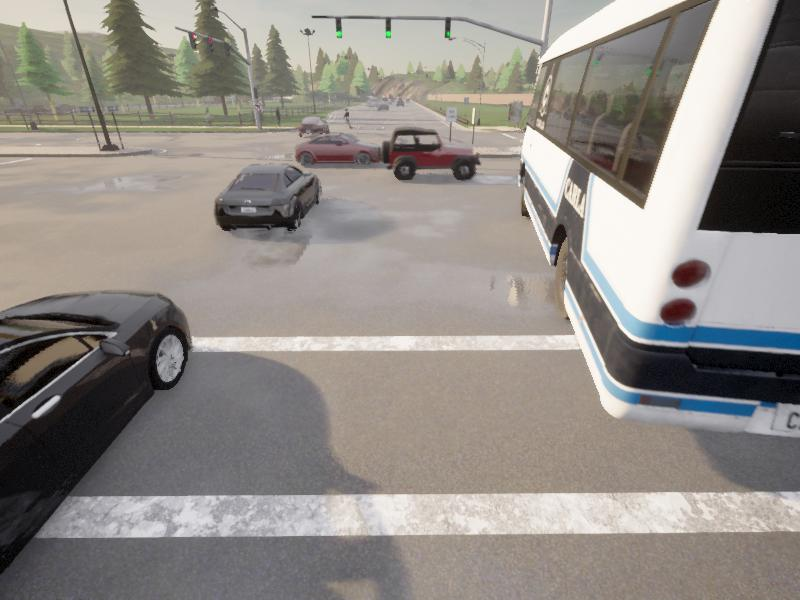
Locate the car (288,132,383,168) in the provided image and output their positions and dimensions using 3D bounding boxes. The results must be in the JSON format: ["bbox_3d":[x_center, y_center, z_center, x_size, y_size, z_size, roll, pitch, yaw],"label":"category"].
[{"bbox_3d":[-2.947,-7.260,19.261,4.181,1.385,1.994,0,27,1],"label":"car"}]

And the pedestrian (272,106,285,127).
[{"bbox_3d":[-11.807,-17.807,38.879,0.751,1.860,0.751,2,27,3],"label":"pedestrian"}]

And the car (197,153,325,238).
[{"bbox_3d":[-3.494,-3.037,11.038,1.994,1.385,4.181,0,27,0],"label":"car"}]

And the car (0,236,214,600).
[{"bbox_3d":[-3.500,1.004,3.030,1.837,1.490,4.892,0,27,0],"label":"car"}]

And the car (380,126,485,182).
[{"bbox_3d":[1.196,-5.871,15.986,3.866,1.878,1.905,0,27,1],"label":"car"}]

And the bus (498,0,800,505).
[{"bbox_3d":[4.116,-2.517,6.881,3.944,4.253,10.273,4,28,9],"label":"bus"}]

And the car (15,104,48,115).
[{"bbox_3d":[-64.600,-33.485,70.162,1.851,1.617,3.988,0,27,0],"label":"car"}]

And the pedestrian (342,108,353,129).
[{"bbox_3d":[-5.109,-17.586,38.779,0.751,1.860,0.751,8,28,14],"label":"pedestrian"}]

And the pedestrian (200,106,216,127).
[{"bbox_3d":[-18.887,-18.059,39.371,0.751,1.860,0.751,2,27,4],"label":"pedestrian"}]

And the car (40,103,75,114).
[{"bbox_3d":[-61.092,-34.215,71.457,2.033,1.649,4.856,0,27,0],"label":"car"}]

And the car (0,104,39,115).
[{"bbox_3d":[-68.091,-34.092,71.553,2.152,1.651,5.027,0,27,0],"label":"car"}]

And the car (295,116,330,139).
[{"bbox_3d":[-6.976,-14.012,32.332,1.812,1.442,4.674,0,27,0],"label":"car"}]
